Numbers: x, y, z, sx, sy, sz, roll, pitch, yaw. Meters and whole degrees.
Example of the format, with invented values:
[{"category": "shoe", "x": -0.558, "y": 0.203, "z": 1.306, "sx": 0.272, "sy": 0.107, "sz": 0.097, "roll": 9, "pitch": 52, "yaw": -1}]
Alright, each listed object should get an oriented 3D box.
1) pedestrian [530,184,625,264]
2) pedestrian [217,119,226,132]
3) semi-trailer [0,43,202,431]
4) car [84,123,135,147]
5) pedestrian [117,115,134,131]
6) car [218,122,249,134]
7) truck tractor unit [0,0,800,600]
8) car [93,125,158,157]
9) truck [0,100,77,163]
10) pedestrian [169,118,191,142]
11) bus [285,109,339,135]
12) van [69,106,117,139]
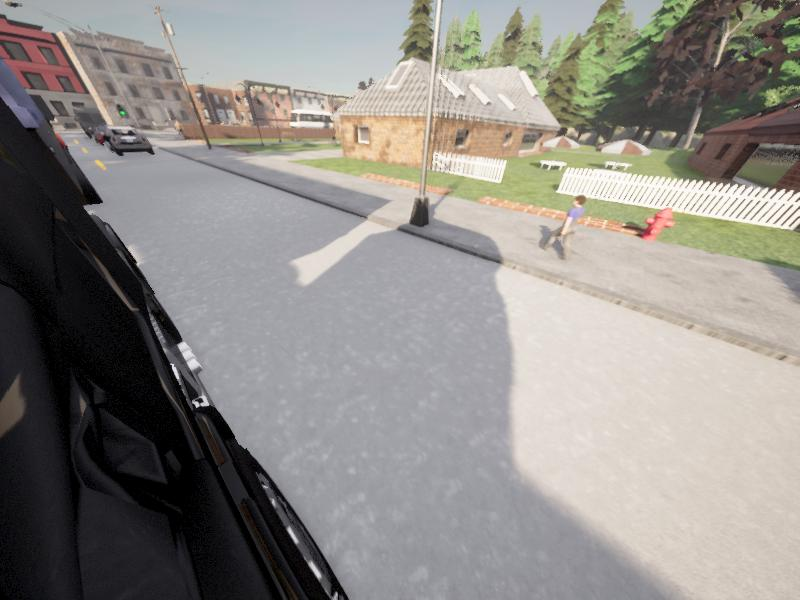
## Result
[{"category": "pedestrian", "x": 3.359, "y": -1.481, "z": 4.541, "sx": 0.751, "sy": 1.300, "sz": 0.751, "roll": -5, "pitch": 38, "yaw": -10}, {"category": "pedestrian", "x": -33.859, "y": -33.080, "z": 43.833, "sx": 0.751, "sy": 1.860, "sz": 0.751, "roll": -24, "pitch": 44, "yaw": -31}, {"category": "semi-trailer", "x": -8.703, "y": -3.606, "z": 4.217, "sx": 14.254, "sy": 4.402, "sz": 2.717, "roll": 28, "pitch": 44, "yaw": 30}, {"category": "car", "x": -25.008, "y": -14.214, "z": 19.864, "sx": 4.181, "sy": 1.385, "sz": 1.994, "roll": 28, "pitch": 44, "yaw": 30}, {"category": "pedestrian", "x": -41.899, "y": -27.057, "z": 35.288, "sx": 0.751, "sy": 1.860, "sz": 0.751, "roll": 23, "pitch": 41, "yaw": 25}, {"category": "car", "x": -29.950, "y": -30.954, "z": 41.673, "sx": 1.851, "sy": 1.617, "sz": 3.988, "roll": 28, "pitch": 44, "yaw": 30}, {"category": "truck tractor unit", "x": -2.645, "y": -0.295, "z": 0.351, "sx": 6.516, "sy": 4.208, "sz": 3.053, "roll": 28, "pitch": 44, "yaw": 30}, {"category": "car", "x": -18.622, "y": -10.842, "z": 15.687, "sx": 3.806, "sy": 1.475, "sz": 1.970, "roll": 28, "pitch": 44, "yaw": 30}, {"category": "truck", "x": -21.174, "y": -9.480, "z": 12.874, "sx": 5.204, "sy": 2.467, "sz": 2.627, "roll": 28, "pitch": 44, "yaw": 29}, {"category": "pedestrian", "x": -22.314, "y": -17.275, "z": 23.481, "sx": 0.751, "sy": 1.860, "sz": 0.751, "roll": 18, "pitch": 39, "yaw": 19}, {"category": "bus", "x": -19.117, "y": -39.249, "z": 51.223, "sx": 3.944, "sy": 4.253, "sz": 10.273, "roll": 28, "pitch": 44, "yaw": 30}, {"category": "van", "x": -33.367, "y": -19.264, "z": 25.088, "sx": 5.915, "sy": 2.561, "sz": 1.988, "roll": 30, "pitch": 45, "yaw": 31}]
